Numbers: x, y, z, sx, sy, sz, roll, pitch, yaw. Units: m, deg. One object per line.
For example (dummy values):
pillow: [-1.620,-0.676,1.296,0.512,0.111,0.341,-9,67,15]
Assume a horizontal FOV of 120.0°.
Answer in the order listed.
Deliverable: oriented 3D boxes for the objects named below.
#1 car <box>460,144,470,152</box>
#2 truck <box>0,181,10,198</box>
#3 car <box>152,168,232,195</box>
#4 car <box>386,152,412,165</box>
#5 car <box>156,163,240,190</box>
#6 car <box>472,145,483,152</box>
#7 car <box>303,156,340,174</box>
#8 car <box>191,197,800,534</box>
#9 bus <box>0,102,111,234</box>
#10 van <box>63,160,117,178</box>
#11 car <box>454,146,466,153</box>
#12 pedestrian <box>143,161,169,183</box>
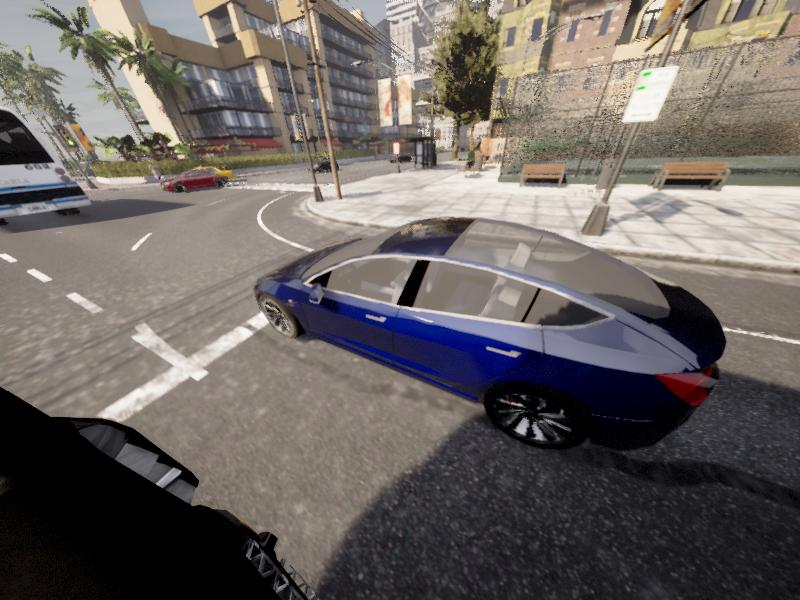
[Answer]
car: [19.826,-46.071,70.163,1.905,1.878,3.866,13,37,23]
truck: [-38.929,-11.215,20.497,8.468,3.827,2.891,19,39,29]
car: [-16.265,-9.456,18.273,1.994,1.385,4.181,24,42,34]
car: [-0.040,-22.826,37.131,2.033,1.411,5.357,13,37,23]
car: [-18.093,-11.343,21.073,1.801,1.575,5.366,19,39,30]
car: [23.113,-45.328,69.154,2.163,1.488,4.792,13,37,23]
car: [-9.426,-16.423,28.025,1.851,1.617,3.988,13,37,23]
car: [0.223,-0.179,2.882,4.792,1.488,2.163,15,37,25]
bus: [-19.956,-6.103,10.901,10.273,4.253,3.944,14,37,23]
van: [-58.994,-25.170,44.292,1.988,2.561,5.915,-4,34,-1]
car: [17.023,-42.715,65.563,2.033,1.649,4.856,13,37,23]
pedestrian: [-24.547,-12.833,23.259,0.751,1.860,0.751,2,34,8]
